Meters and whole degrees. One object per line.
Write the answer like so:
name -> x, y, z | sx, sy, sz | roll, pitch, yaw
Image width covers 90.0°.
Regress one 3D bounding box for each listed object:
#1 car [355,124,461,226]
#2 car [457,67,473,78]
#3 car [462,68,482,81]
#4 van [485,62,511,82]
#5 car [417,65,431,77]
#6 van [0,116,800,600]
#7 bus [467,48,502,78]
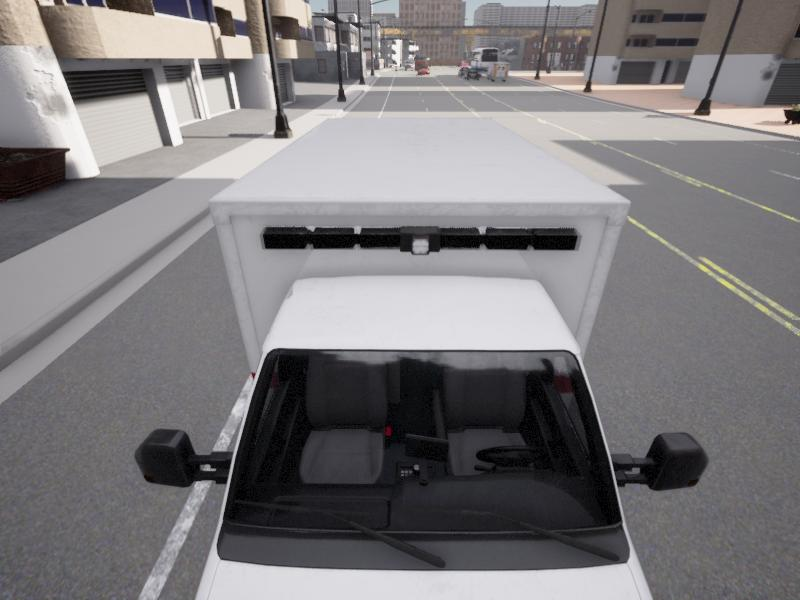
car -> 0.173, -3.508, 10.529 | 2.128, 1.511, 4.902 | 0, 30, 0
car -> 11.250, -39.561, 69.434 | 2.033, 1.411, 5.357 | 0, 32, 0
car -> 11.179, -35.187, 62.425 | 2.128, 1.511, 4.902 | 0, 32, 0
van -> 14.665, -34.587, 60.539 | 2.351, 2.431, 6.366 | 0, 32, 0
car -> 4.280, -41.636, 72.663 | 2.242, 1.667, 4.611 | 0, 32, 0
van -> 0.106, 0.009, 3.603 | 2.351, 2.431, 6.366 | 0, 30, 0
bus -> 14.642, -41.749, 70.255 | 3.944, 4.253, 10.273 | 0, 32, 0
